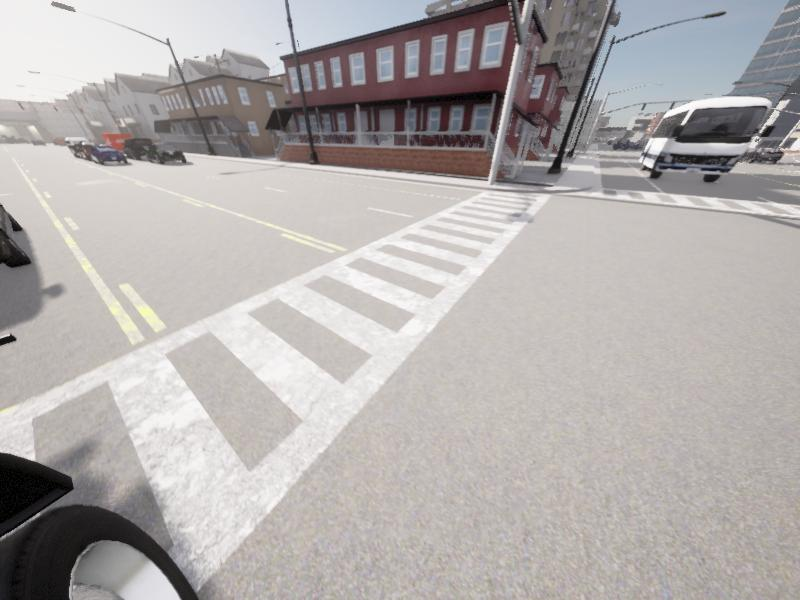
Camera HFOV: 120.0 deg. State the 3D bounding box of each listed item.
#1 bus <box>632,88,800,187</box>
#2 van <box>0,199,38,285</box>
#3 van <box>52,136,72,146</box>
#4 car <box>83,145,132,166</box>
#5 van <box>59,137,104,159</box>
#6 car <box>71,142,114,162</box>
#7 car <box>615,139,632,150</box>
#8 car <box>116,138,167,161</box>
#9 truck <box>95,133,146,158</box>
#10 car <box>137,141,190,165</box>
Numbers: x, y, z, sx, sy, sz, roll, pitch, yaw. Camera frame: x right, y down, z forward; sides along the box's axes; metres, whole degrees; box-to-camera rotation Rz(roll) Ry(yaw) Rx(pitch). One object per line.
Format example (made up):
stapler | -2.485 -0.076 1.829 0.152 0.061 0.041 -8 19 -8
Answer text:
bus | 20.748 -11.303 16.424 3.944 4.253 10.273 22 41 28
van | -10.090 -2.038 4.510 5.915 2.561 1.988 22 41 28
van | -84.657 -39.767 57.862 4.442 1.987 1.775 22 41 28
car | -27.981 -13.850 22.060 4.674 1.442 1.812 22 41 28
van | -38.605 -18.455 27.983 4.480 2.038 2.069 22 41 28
car | -33.584 -16.221 25.233 3.988 1.617 1.851 22 41 28
car | 53.587 -37.301 55.488 2.150 2.045 5.566 22 41 28
car | -29.308 -17.100 26.134 5.566 2.045 2.150 22 41 28
truck | -35.796 -19.860 29.627 5.204 2.467 2.627 23 41 29
car | -23.384 -14.584 22.835 4.553 1.767 2.097 22 41 28
